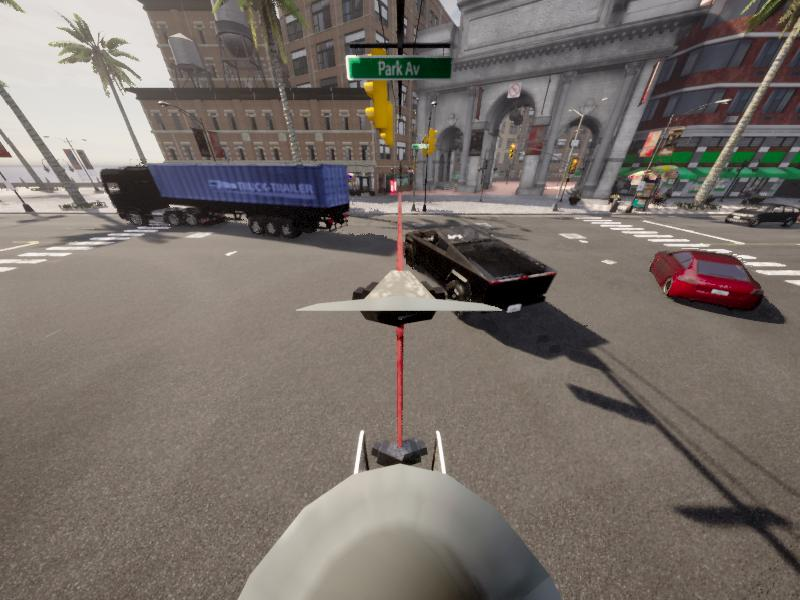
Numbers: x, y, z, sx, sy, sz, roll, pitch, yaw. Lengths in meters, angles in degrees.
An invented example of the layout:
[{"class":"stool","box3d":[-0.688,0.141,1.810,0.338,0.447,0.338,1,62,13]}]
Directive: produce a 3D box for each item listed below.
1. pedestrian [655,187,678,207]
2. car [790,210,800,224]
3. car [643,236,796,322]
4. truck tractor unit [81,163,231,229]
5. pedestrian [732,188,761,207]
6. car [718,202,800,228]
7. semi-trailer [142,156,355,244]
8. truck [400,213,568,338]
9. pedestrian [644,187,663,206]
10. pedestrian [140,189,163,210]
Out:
[{"class":"pedestrian","box3d":[29.125,-11.263,25.301,0.751,1.860,0.751,5,30,8]},{"class":"car","box3d":[34.464,-6.633,17.701,4.553,1.767,2.097,0,30,1]},{"class":"car","box3d":[11.028,-1.085,8.516,1.994,1.385,4.181,19,35,30]},{"class":"truck tractor unit","box3d":[-17.836,-7.948,17.546,6.516,4.208,3.053,1,30,2]},{"class":"pedestrian","box3d":[37.569,-11.122,25.056,0.751,1.860,0.751,2,30,4]},{"class":"car","box3d":[28.046,-6.582,17.853,3.705,1.549,1.789,0,30,0]},{"class":"semi-trailer","box3d":[-10.267,-6.998,15.688,14.254,4.402,2.717,10,31,17]},{"class":"truck","box3d":[2.125,-1.551,8.593,2.390,2.098,6.274,-9,31,-15]},{"class":"pedestrian","box3d":[28.437,-11.614,25.909,0.751,1.860,0.751,23,37,34]},{"class":"pedestrian","box3d":[-25.480,-10.344,23.709,0.751,1.860,0.751,8,31,13]}]
